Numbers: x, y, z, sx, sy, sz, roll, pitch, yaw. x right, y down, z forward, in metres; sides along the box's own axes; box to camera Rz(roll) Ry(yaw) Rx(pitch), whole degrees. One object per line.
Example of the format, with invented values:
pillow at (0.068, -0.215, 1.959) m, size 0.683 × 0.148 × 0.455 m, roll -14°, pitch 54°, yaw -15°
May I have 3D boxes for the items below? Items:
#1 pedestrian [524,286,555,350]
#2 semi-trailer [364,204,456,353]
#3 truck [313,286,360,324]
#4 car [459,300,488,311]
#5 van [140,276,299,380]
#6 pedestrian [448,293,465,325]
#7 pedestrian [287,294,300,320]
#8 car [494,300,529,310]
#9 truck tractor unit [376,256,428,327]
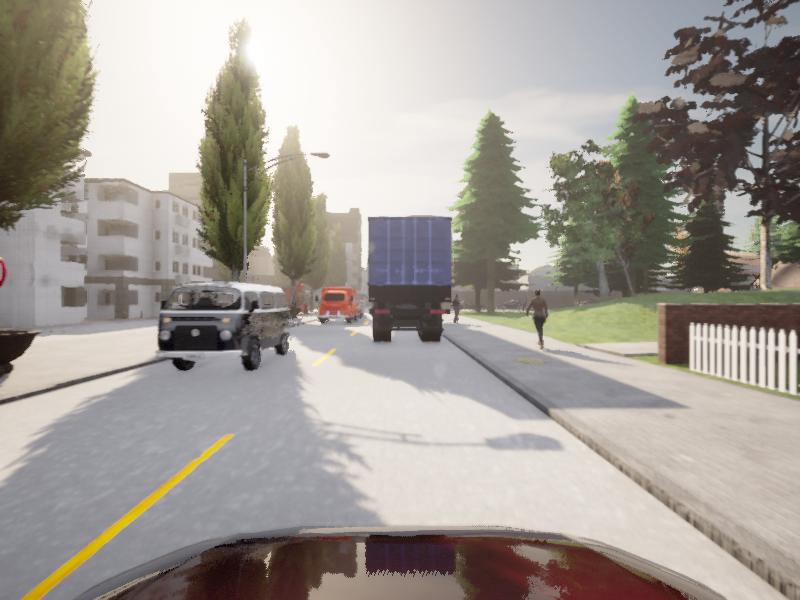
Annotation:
pedestrian at (4.187, 0.527, 12.050) m, size 0.751 × 1.860 × 0.751 m, roll 0°, pitch 0°, yaw 9°
semi-trailer at (0.193, -0.626, 18.953) m, size 2.717 × 4.402 × 14.254 m, roll 0°, pitch 0°, yaw -1°
truck at (-4.348, 0.350, 28.341) m, size 2.627 × 2.467 × 5.204 m, roll 0°, pitch -1°, yaw -1°
car at (10.786, 0.759, 58.884) m, size 3.988 × 1.617 × 1.851 m, roll 0°, pitch 0°, yaw 1°
van at (-4.107, 0.570, 10.122) m, size 2.069 × 2.038 × 4.480 m, roll 0°, pitch 0°, yaw -1°
pedestrian at (3.389, 0.521, 24.111) m, size 0.751 × 1.860 × 0.751 m, roll 0°, pitch 0°, yaw -25°
pedestrian at (-7.882, 0.519, 29.598) m, size 0.751 × 1.860 × 0.751 m, roll 0°, pitch 0°, yaw -34°
car at (17.517, 0.810, 62.876) m, size 4.892 × 1.490 × 1.837 m, roll 0°, pitch 0°, yaw -1°
truck tractor unit at (0.087, -0.530, 26.864) m, size 3.053 × 4.208 × 6.516 m, roll 0°, pitch 0°, yaw 0°
